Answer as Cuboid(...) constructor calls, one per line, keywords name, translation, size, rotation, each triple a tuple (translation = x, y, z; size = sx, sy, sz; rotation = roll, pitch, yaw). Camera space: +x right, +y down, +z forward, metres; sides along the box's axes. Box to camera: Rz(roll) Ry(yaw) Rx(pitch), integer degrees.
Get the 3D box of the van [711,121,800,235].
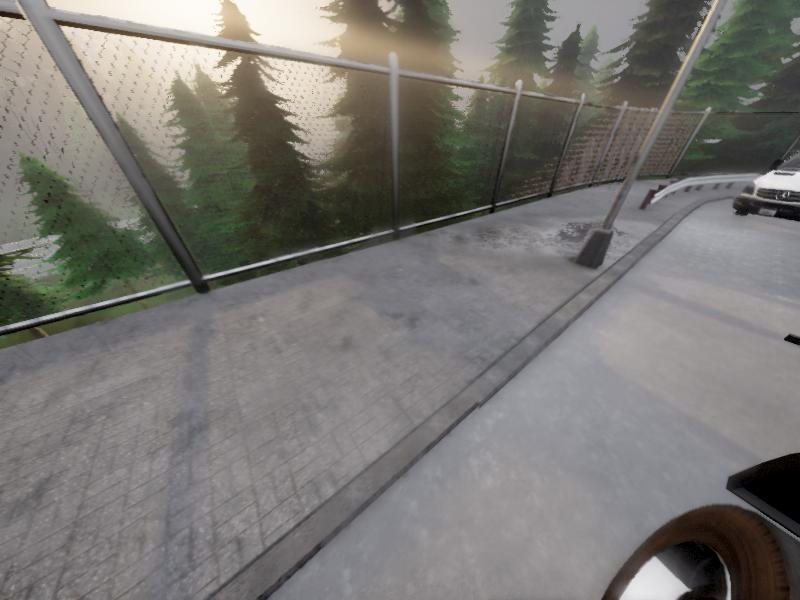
Cuboid(name="van", translation=(13.584, -3.725, 6.857), size=(5.915, 2.561, 1.988), rotation=(-9, 35, -11))
